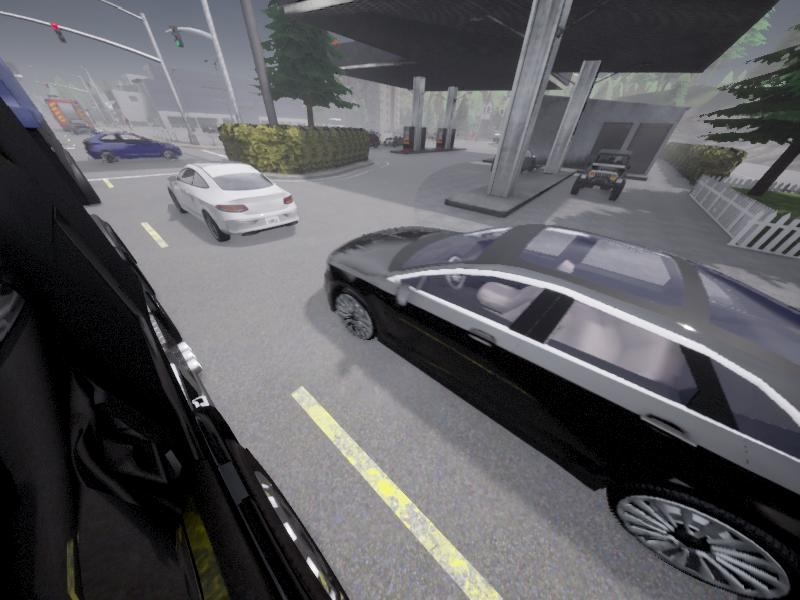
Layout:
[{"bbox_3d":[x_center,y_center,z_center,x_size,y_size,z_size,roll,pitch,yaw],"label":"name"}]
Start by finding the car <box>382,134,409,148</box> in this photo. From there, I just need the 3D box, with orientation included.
[{"bbox_3d":[-0.616,-23.401,33.947,1.970,1.475,3.806,28,44,30],"label":"car"}]

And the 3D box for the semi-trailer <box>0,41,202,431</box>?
[{"bbox_3d":[-8.713,-3.598,4.210,14.254,4.402,2.717,28,44,30],"label":"semi-trailer"}]

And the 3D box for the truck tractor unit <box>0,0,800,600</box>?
[{"bbox_3d":[-2.645,-0.295,0.351,6.516,4.208,3.053,28,44,30],"label":"truck tractor unit"}]

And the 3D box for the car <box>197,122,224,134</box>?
[{"bbox_3d":[-33.319,-30.206,40.614,4.514,1.523,2.007,28,43,29],"label":"car"}]

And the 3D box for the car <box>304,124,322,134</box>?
[{"bbox_3d":[-22.863,-44.924,60.598,4.605,1.855,1.932,28,43,29],"label":"car"}]

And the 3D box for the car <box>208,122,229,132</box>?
[{"bbox_3d":[-36.405,-34.738,46.363,3.806,1.475,1.970,28,43,29],"label":"car"}]

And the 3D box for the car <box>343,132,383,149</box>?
[{"bbox_3d":[-4.673,-20.680,29.930,2.033,1.649,4.856,28,44,30],"label":"car"}]

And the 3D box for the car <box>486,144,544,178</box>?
[{"bbox_3d":[8.574,-10.384,17.092,2.242,1.667,4.611,28,43,29],"label":"car"}]

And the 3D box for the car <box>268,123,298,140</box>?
[{"bbox_3d":[-17.223,-24.744,33.968,3.866,1.878,1.905,28,43,29],"label":"car"}]

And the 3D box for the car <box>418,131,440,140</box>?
[{"bbox_3d":[7.160,-40.930,57.552,5.027,1.636,2.152,28,43,29],"label":"car"}]

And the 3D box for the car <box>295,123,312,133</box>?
[{"bbox_3d":[-24.398,-43.488,58.549,3.866,1.878,1.905,28,43,29],"label":"car"}]

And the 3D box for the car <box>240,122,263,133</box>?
[{"bbox_3d":[-32.559,-37.770,50.524,5.027,1.636,2.152,28,43,29],"label":"car"}]

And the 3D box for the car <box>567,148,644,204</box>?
[{"bbox_3d":[10.171,-6.302,11.463,1.905,1.878,3.866,28,43,29],"label":"car"}]

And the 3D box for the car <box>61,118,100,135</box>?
[{"bbox_3d":[-39.104,-21.247,28.270,4.974,1.542,2.038,28,44,30],"label":"car"}]

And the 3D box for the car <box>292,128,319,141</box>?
[{"bbox_3d":[-14.644,-25.739,35.934,3.806,1.475,1.970,28,43,29],"label":"car"}]

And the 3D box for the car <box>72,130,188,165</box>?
[{"bbox_3d":[-16.279,-9.438,14.202,1.816,1.474,4.193,29,44,29],"label":"car"}]

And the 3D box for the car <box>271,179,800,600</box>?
[{"bbox_3d":[1.167,0.093,2.332,4.902,1.511,2.128,28,44,30],"label":"car"}]

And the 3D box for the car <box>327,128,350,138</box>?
[{"bbox_3d":[-12.700,-34.432,47.562,4.514,1.523,2.007,28,43,29],"label":"car"}]

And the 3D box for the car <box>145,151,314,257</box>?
[{"bbox_3d":[-4.554,-2.836,6.095,4.674,1.442,1.812,28,43,29],"label":"car"}]

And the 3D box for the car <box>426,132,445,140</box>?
[{"bbox_3d":[9.120,-42.331,59.562,4.514,1.523,2.007,28,43,29],"label":"car"}]

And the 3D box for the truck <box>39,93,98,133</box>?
[{"bbox_3d":[-45.902,-25.796,32.001,8.468,3.827,2.891,28,44,30],"label":"truck"}]

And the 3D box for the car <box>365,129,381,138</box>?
[{"bbox_3d":[-6.297,-38.815,53.858,3.633,1.501,1.845,28,43,29],"label":"car"}]
